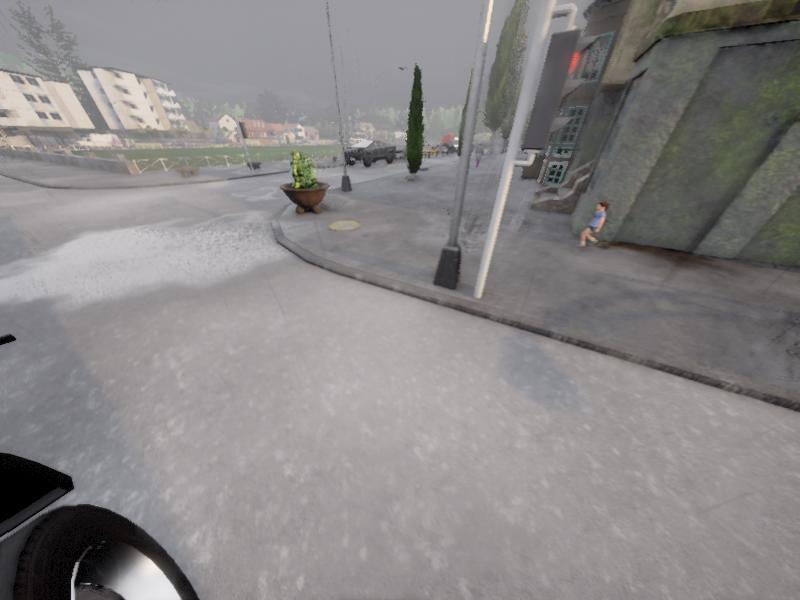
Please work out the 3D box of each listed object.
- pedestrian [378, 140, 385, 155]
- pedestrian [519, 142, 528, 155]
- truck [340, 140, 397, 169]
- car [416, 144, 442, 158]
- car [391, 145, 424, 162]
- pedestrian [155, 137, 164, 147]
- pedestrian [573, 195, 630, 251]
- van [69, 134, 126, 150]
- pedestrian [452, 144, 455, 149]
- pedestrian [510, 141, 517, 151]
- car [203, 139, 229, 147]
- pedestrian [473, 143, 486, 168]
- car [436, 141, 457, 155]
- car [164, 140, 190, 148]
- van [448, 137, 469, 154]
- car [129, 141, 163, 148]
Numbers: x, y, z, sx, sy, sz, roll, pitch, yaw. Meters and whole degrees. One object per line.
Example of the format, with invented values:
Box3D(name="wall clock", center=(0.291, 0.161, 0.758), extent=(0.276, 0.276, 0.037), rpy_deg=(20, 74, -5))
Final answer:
Box3D(name="pedestrian", center=(-2.894, -24.417, 36.971), extent=(0.751, 1.860, 0.751), rpy_deg=(17, 38, 22))
Box3D(name="pedestrian", center=(21.022, -25.836, 39.312), extent=(0.751, 1.860, 0.751), rpy_deg=(15, 37, 19))
Box3D(name="truck", center=(-2.792, -14.550, 22.867), extent=(2.390, 2.098, 6.274), rpy_deg=(17, 38, 22))
Box3D(name="car", center=(4.273, -21.967, 34.008), extent=(1.801, 1.575, 5.366), rpy_deg=(17, 38, 22))
Box3D(name="car", center=(1.006, -18.413, 28.948), extent=(2.128, 1.511, 4.902), rpy_deg=(17, 38, 22))
Box3D(name="pedestrian", center=(-60.083, -39.498, 57.742), extent=(0.751, 1.860, 0.751), rpy_deg=(16, 38, 21))
Box3D(name="pedestrian", center=(4.617, -1.784, 5.373), extent=(0.500, 1.100, 0.500), rpy_deg=(13, 37, 17))
Box3D(name="van", center=(-61.309, -32.208, 47.041), extent=(2.351, 2.431, 6.366), rpy_deg=(17, 38, 22))
Box3D(name="pedestrian", center=(13.115, -37.747, 56.864), extent=(0.500, 1.100, 0.500), rpy_deg=(15, 38, 20))
Box3D(name="pedestrian", center=(24.566, -33.286, 49.978), extent=(0.751, 1.860, 0.751), rpy_deg=(14, 37, 19))
Box3D(name="car", center=(-50.718, -43.307, 63.732), extent=(2.033, 1.649, 4.856), rpy_deg=(17, 38, 22))
Box3D(name="pedestrian", center=(7.183, -13.125, 20.945), extent=(0.751, 1.860, 0.751), rpy_deg=(12, 37, 16))
Box3D(name="car", center=(7.956, -26.065, 39.651), extent=(1.932, 1.855, 4.605), rpy_deg=(17, 38, 22))
Box3D(name="car", center=(-55.023, -38.596, 57.078), extent=(1.970, 1.475, 3.806), rpy_deg=(17, 38, 22))
Box3D(name="van", center=(11.473, -30.136, 44.938), extent=(1.988, 2.561, 5.915), rpy_deg=(17, 38, 22))
Box3D(name="car", center=(-57.848, -35.479, 52.746), extent=(1.895, 1.301, 4.718), rpy_deg=(17, 38, 22))
